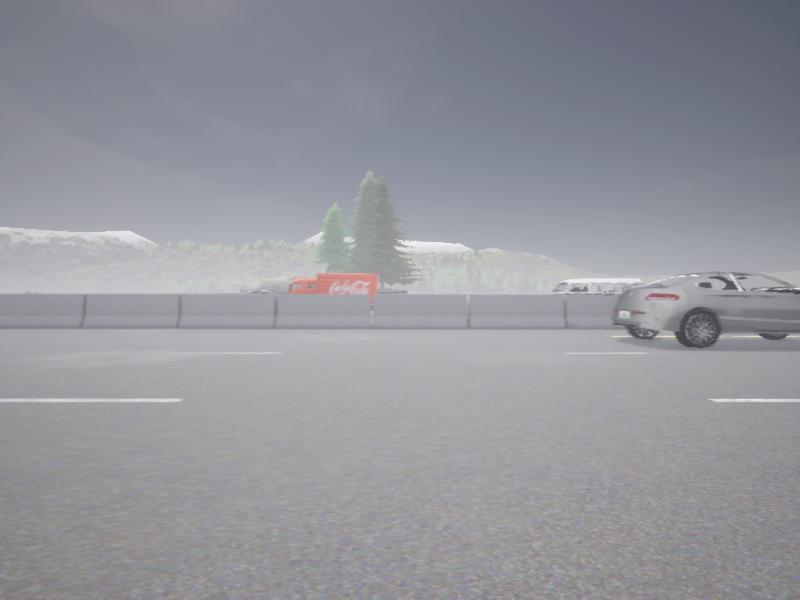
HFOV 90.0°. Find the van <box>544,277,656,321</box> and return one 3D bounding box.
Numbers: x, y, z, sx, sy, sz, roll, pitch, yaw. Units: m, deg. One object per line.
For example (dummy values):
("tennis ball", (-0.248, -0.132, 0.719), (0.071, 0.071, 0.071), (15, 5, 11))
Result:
("van", (9.713, -0.027, 19.709), (4.480, 2.038, 2.069), (0, 0, 0))

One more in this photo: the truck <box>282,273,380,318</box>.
("truck", (-3.827, -0.255, 23.171), (5.204, 2.467, 2.627), (0, 0, 0))

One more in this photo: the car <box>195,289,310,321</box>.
("car", (-7.094, 0.222, 19.655), (4.902, 1.511, 2.128), (0, 0, 0))

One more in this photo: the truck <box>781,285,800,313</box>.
("truck", (33.122, -0.039, 30.275), (6.274, 2.098, 2.390), (0, 0, 0))

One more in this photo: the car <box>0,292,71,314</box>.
("car", (-27.788, 0.193, 29.838), (4.974, 1.542, 2.038), (0, 0, 3))

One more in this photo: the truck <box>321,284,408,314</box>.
("truck", (-2.557, -0.071, 30.169), (6.274, 2.098, 2.390), (0, 0, 0))

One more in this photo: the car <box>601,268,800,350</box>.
("car", (7.666, 0.184, 9.202), (5.027, 1.651, 2.152), (0, 0, 0))
